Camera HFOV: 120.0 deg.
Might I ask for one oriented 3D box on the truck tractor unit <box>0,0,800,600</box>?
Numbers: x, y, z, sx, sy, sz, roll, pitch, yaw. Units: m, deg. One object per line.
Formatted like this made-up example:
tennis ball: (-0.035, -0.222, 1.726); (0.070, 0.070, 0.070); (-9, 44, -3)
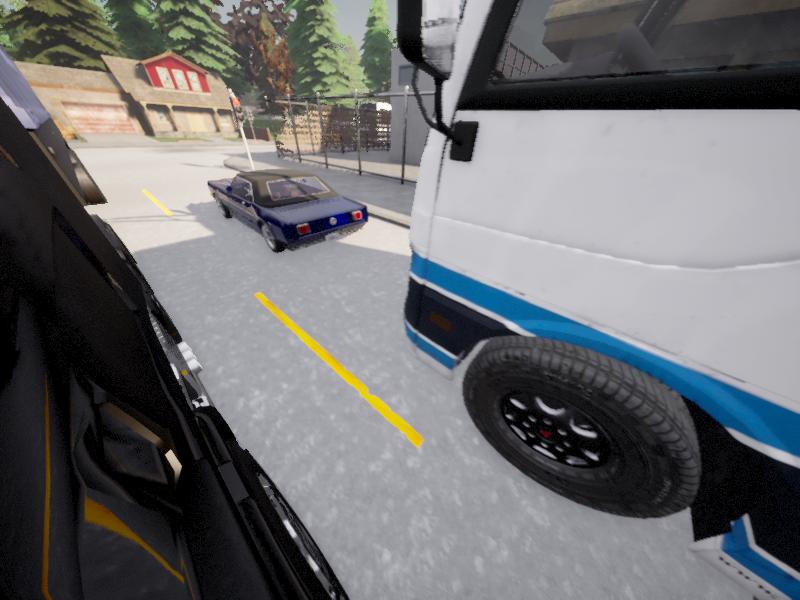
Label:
truck tractor unit: (-2.645, -0.295, 0.351); (6.516, 4.208, 3.053); (28, 44, 30)

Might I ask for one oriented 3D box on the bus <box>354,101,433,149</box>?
bus: (-0.494, -22.324, 29.850); (3.944, 4.253, 10.273); (29, 43, 30)

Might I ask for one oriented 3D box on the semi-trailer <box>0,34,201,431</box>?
semi-trailer: (-8.650, -3.645, 4.263); (14.254, 4.402, 2.717); (29, 44, 30)

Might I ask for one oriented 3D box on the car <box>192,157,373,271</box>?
car: (-2.985, -2.453, 5.655); (4.718, 1.301, 1.895); (30, 45, 31)
